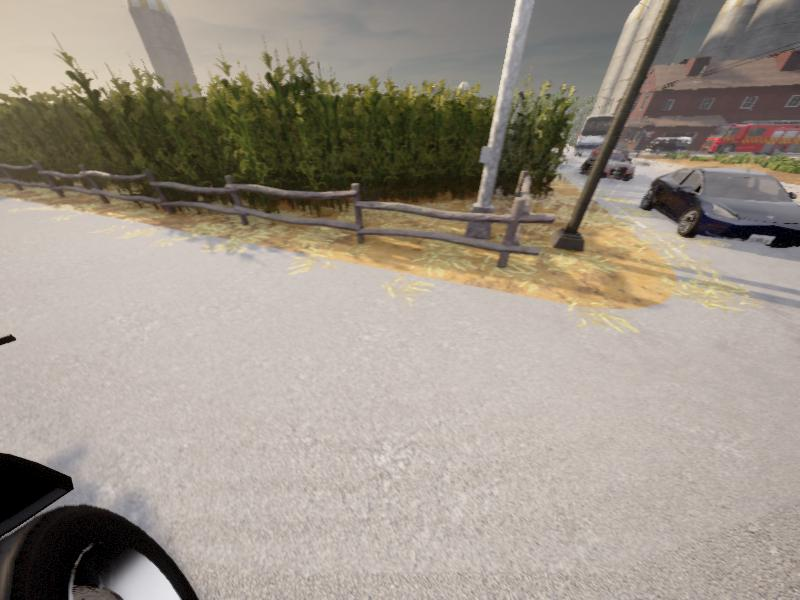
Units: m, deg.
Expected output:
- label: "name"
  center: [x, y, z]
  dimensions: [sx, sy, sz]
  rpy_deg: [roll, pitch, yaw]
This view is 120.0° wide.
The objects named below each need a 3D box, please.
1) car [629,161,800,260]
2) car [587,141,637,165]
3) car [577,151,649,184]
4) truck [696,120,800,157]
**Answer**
- label: "car"
  center: [9.201, -2.963, 6.765]
  dimensions: [2.163, 1.488, 4.792]
  rpy_deg: [15, 38, 20]
- label: "car"
  center: [21.087, -14.892, 23.248]
  dimensions: [2.097, 1.767, 4.553]
  rpy_deg: [13, 37, 17]
- label: "car"
  center: [13.183, -8.533, 14.683]
  dimensions: [1.994, 1.385, 4.181]
  rpy_deg: [13, 37, 17]
- label: "truck"
  center: [48.570, -22.207, 31.767]
  dimensions: [8.468, 3.827, 2.891]
  rpy_deg: [12, 37, 16]
